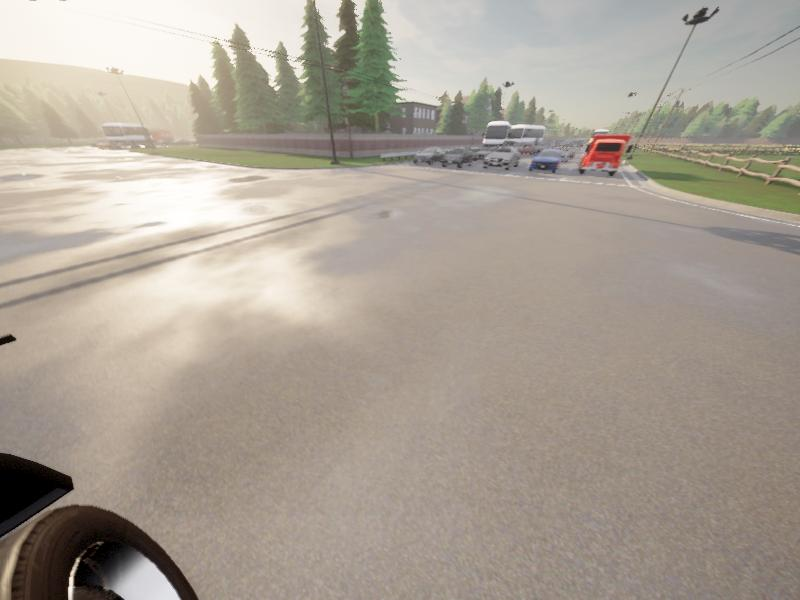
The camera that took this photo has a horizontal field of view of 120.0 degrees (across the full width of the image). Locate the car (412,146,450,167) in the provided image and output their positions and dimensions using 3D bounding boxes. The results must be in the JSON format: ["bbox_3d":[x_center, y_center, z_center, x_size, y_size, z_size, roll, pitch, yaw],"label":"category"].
[{"bbox_3d":[3.202,-14.621,23.413,1.812,1.442,4.674,22,41,27],"label":"car"}]

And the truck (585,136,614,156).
[{"bbox_3d":[32.087,-24.855,37.303,2.627,2.467,5.204,22,40,27],"label":"truck"}]

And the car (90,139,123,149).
[{"bbox_3d":[-59.567,-31.767,47.099,1.801,1.575,5.366,-12,37,-17],"label":"car"}]

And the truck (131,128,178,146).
[{"bbox_3d":[-70.353,-46.940,66.533,2.891,3.827,8.468,6,36,8],"label":"truck"}]

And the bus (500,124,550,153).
[{"bbox_3d":[24.789,-31.953,45.741,10.273,4.253,3.944,-26,43,-32],"label":"bus"}]

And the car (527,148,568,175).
[{"bbox_3d":[12.225,-11.509,18.997,1.882,1.535,5.008,22,41,27],"label":"car"}]

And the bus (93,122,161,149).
[{"bbox_3d":[-56.652,-34.475,48.605,3.944,4.253,10.273,-10,36,-14],"label":"bus"}]

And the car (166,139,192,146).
[{"bbox_3d":[-60.543,-43.306,63.507,2.163,1.488,4.792,6,36,8],"label":"car"}]

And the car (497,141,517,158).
[{"bbox_3d":[15.224,-21.478,32.845,1.905,1.878,3.866,14,38,19],"label":"car"}]

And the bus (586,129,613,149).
[{"bbox_3d":[55.556,-45.000,64.498,3.944,4.253,10.273,22,41,27],"label":"bus"}]

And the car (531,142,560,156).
[{"bbox_3d":[23.133,-24.014,36.705,2.242,1.667,4.611,29,44,34],"label":"car"}]

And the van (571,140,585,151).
[{"bbox_3d":[39.491,-34.385,51.276,1.775,1.987,4.442,22,40,27],"label":"van"}]

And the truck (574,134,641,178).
[{"bbox_3d":[15.393,-10.963,17.455,2.627,2.467,5.204,22,40,27],"label":"truck"}]

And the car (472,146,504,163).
[{"bbox_3d":[10.125,-16.752,26.557,1.994,1.385,4.181,22,41,28],"label":"car"}]

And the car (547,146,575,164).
[{"bbox_3d":[18.403,-16.627,26.359,1.970,1.475,3.806,22,40,27],"label":"car"}]

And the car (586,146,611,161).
[{"bbox_3d":[25.671,-19.077,29.988,1.994,1.385,4.181,22,40,27],"label":"car"}]

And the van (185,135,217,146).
[{"bbox_3d":[-56.401,-45.391,65.667,2.351,2.431,6.366,8,36,10],"label":"van"}]

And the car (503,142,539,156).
[{"bbox_3d":[18.766,-23.425,35.834,4.611,1.667,2.242,-16,38,-21],"label":"car"}]

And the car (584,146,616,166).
[{"bbox_3d":[21.338,-15.533,24.790,2.007,1.525,4.514,22,40,27],"label":"car"}]

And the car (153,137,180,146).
[{"bbox_3d":[-64.083,-43.549,63.475,1.932,1.855,4.605,6,36,8],"label":"car"}]

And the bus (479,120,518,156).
[{"bbox_3d":[16.206,-26.296,37.647,3.944,4.253,10.273,15,38,20],"label":"bus"}]

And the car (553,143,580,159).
[{"bbox_3d":[22.791,-20.358,31.517,2.242,1.667,4.611,22,41,27],"label":"car"}]

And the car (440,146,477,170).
[{"bbox_3d":[5.278,-12.788,20.733,1.789,1.549,3.705,21,40,26],"label":"car"}]

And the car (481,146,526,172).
[{"bbox_3d":[9.237,-12.609,20.457,2.152,1.651,5.027,22,40,27],"label":"car"}]

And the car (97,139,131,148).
[{"bbox_3d":[-64.613,-35.530,52.301,2.033,1.649,4.856,-5,36,-7],"label":"car"}]
